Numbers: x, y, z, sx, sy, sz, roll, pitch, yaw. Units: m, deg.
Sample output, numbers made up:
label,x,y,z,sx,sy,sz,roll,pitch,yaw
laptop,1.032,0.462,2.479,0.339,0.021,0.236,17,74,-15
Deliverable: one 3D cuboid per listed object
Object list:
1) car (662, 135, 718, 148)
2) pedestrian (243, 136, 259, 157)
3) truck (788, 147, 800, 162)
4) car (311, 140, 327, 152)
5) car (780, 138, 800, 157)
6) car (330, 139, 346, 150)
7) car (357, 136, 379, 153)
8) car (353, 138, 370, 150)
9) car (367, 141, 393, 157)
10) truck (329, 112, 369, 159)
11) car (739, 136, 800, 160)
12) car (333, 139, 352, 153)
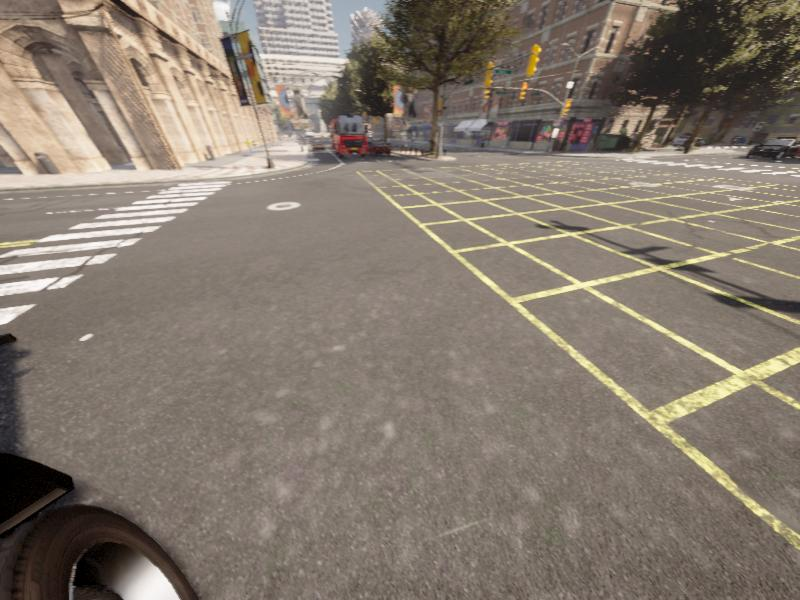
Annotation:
label,x,y,z,sx,sy,sz,roll,pitch,yaw
car,45.822,-25.263,36.680,2.038,1.542,4.974,-10,37,-13
pedestrian,-15.858,-16.335,24.560,0.751,1.860,0.751,-10,37,-13
truck,37.104,-13.183,18.231,8.468,3.827,2.891,-11,37,-14
car,-12.280,-23.192,34.714,1.895,1.301,4.718,-11,37,-14
car,41.173,-15.173,22.940,4.674,1.442,1.812,-11,37,-14
car,-10.284,-25.834,38.269,1.994,1.385,4.181,-12,37,-15
car,-4.540,-22.196,32.837,2.097,1.767,4.553,-11,37,-14
car,-6.323,-25.383,37.510,1.970,1.475,3.806,-11,37,-14
car,-2.455,-18.124,27.640,1.895,1.301,4.718,-11,37,-14
truck,-5.985,-18.840,26.516,2.891,3.827,8.468,-11,37,-14
car,34.758,-14.003,21.240,5.238,1.638,1.930,-12,37,-15
car,-8.284,-22.182,33.133,1.970,1.475,3.806,-11,37,-14
